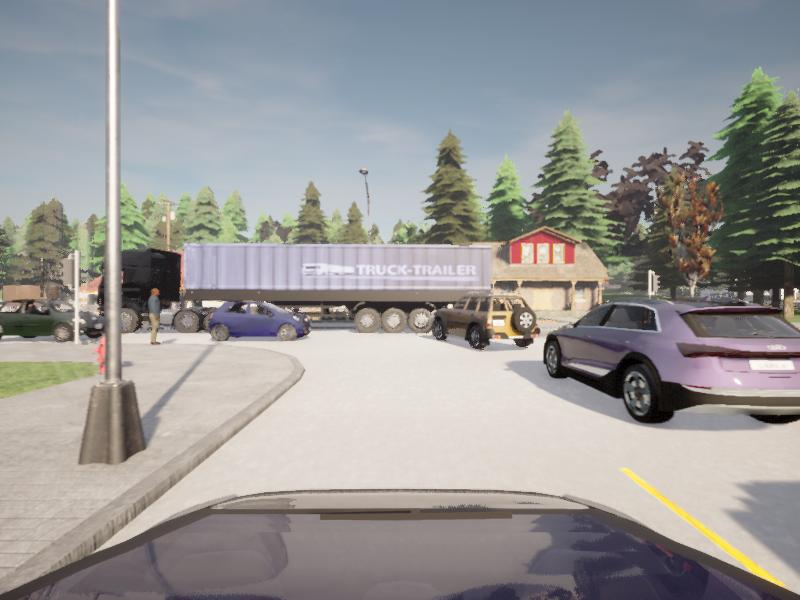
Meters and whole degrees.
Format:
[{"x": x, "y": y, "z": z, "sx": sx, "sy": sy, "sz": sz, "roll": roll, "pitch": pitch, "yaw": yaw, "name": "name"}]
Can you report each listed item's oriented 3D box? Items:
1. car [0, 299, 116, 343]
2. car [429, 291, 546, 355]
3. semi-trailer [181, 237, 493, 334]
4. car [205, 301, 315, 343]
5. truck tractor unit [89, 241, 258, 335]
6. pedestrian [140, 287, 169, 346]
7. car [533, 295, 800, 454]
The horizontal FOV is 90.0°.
[{"x": -13.748, "y": 0.768, "z": 15.604, "sx": 3.988, "sy": 1.617, "sz": 1.851, "roll": 0, "pitch": 0, "yaw": 0, "name": "car"}, {"x": 2.818, "y": 0.638, "z": 14.119, "sx": 1.932, "sy": 1.855, "sz": 4.605, "roll": 0, "pitch": 1, "yaw": -19, "name": "car"}, {"x": -2.872, "y": -0.642, "z": 19.607, "sx": 14.254, "sy": 4.402, "sz": 2.717, "roll": 0, "pitch": 0, "yaw": 0, "name": "semi-trailer"}, {"x": -5.351, "y": 0.806, "z": 15.608, "sx": 3.633, "sy": 1.501, "sz": 1.845, "roll": 0, "pitch": 0, "yaw": 0, "name": "car"}, {"x": -10.784, "y": -0.546, "z": 19.600, "sx": 6.516, "sy": 4.208, "sz": 3.053, "roll": 0, "pitch": 0, "yaw": 0, "name": "truck tractor unit"}, {"x": -7.950, "y": 0.517, "z": 12.983, "sx": 0.751, "sy": 1.860, "sz": 0.751, "roll": 0, "pitch": 0, "yaw": -29, "name": "pedestrian"}, {"x": 4.017, "y": 0.769, "z": 6.577, "sx": 2.033, "sy": 1.649, "sz": 4.856, "roll": 0, "pitch": 0, "yaw": 0, "name": "car"}]
